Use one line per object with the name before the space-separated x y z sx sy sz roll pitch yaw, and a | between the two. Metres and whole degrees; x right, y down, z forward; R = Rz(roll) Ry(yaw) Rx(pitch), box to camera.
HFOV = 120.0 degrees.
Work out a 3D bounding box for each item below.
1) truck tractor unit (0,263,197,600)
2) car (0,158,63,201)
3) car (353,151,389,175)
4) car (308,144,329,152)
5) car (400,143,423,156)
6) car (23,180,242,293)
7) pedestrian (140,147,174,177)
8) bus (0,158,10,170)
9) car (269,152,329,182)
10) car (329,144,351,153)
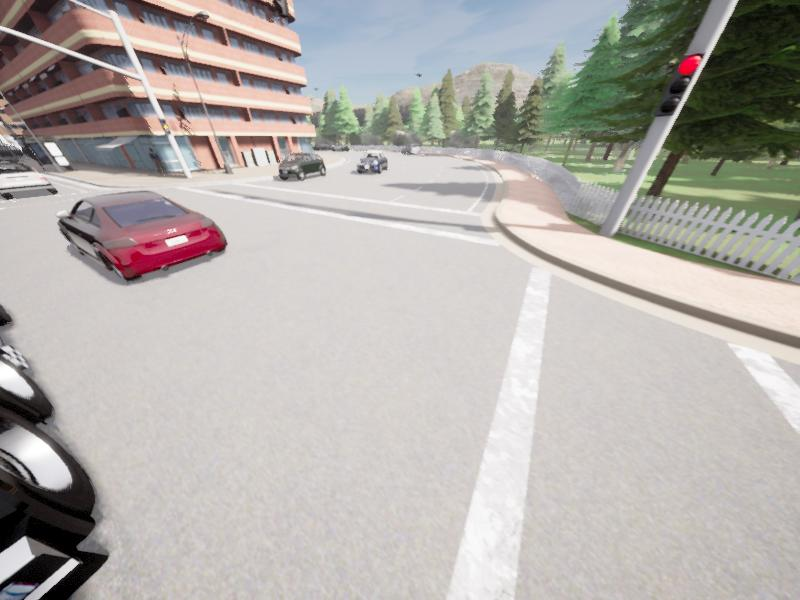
truck tractor unit | -5.118 -0.289 0.788 6.516 4.208 3.053 18 39 24
car | -20.624 -6.544 12.339 3.988 1.617 1.851 18 39 25
car | -2.266 -11.447 19.169 1.970 1.475 3.806 5 35 8
car | -19.903 -37.309 56.656 4.892 1.490 1.837 18 39 25
car | 1.920 -26.509 40.641 2.242 1.667 4.611 -13 37 -18
car | -6.200 -1.778 5.443 4.181 1.385 1.994 18 39 25
pedestrian | -17.739 -10.096 16.885 0.751 1.860 0.751 12 37 18
bus | -47.150 -16.163 24.242 10.273 4.253 3.944 18 39 25
car | -6.914 -9.471 16.317 1.789 1.549 3.705 10 36 15
car | -13.893 -34.881 53.044 4.974 1.542 2.038 25 42 32
